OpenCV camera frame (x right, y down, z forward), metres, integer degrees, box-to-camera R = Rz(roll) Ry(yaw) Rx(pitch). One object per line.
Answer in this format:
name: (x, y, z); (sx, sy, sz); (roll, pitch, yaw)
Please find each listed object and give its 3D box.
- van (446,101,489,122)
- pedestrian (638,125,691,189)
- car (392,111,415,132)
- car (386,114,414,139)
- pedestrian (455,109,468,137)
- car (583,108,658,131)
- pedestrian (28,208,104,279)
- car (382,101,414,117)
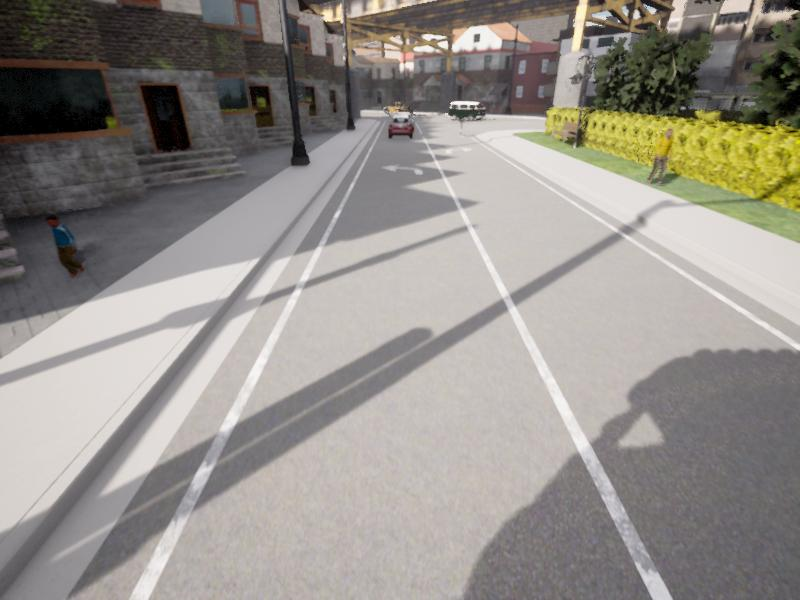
van: (7.703, -21.673, 45.998); (2.069, 2.038, 4.480); (-25, 36, -39)
pedestrian: (8.541, -4.647, 13.001); (0.751, 1.860, 0.751); (0, 27, 1)
car: (0.339, -15.897, 35.576); (1.970, 1.475, 3.806); (0, 27, 1)
car: (0.078, -13.210, 30.403); (1.970, 1.475, 3.806); (0, 27, 1)
pedestrian: (4.554, -13.117, 29.692); (0.751, 1.860, 0.751); (6, 28, 12)
car: (19.429, -16.053, 35.502); (1.801, 1.575, 5.366); (-25, 36, -39)
pedestrian: (-5.710, -0.973, 6.890); (0.500, 1.100, 0.500); (2, 28, 5)
car: (-0.304, -27.594, 57.684); (1.932, 1.855, 4.605); (-25, 36, -38)
